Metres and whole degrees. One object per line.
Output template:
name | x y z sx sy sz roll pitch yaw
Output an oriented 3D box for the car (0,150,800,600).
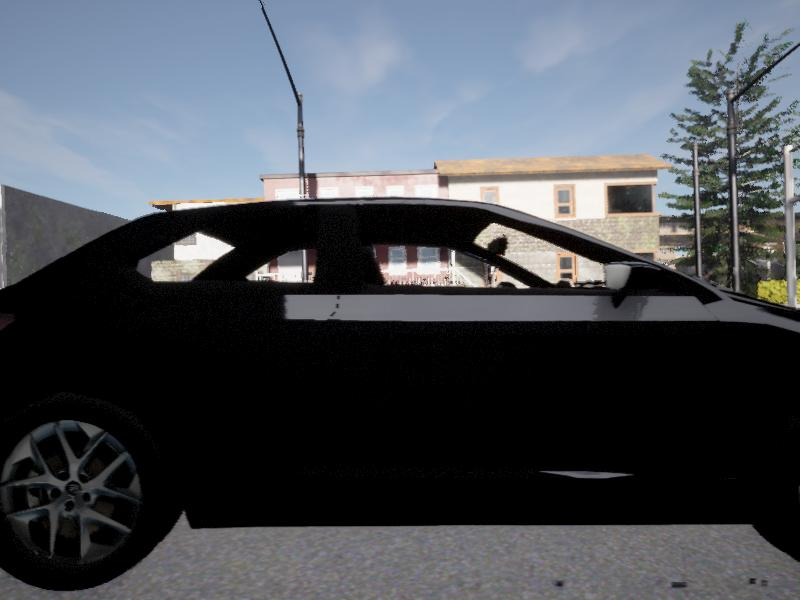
car | 0.287 0.255 2.197 4.193 1.474 1.816 0 0 0
